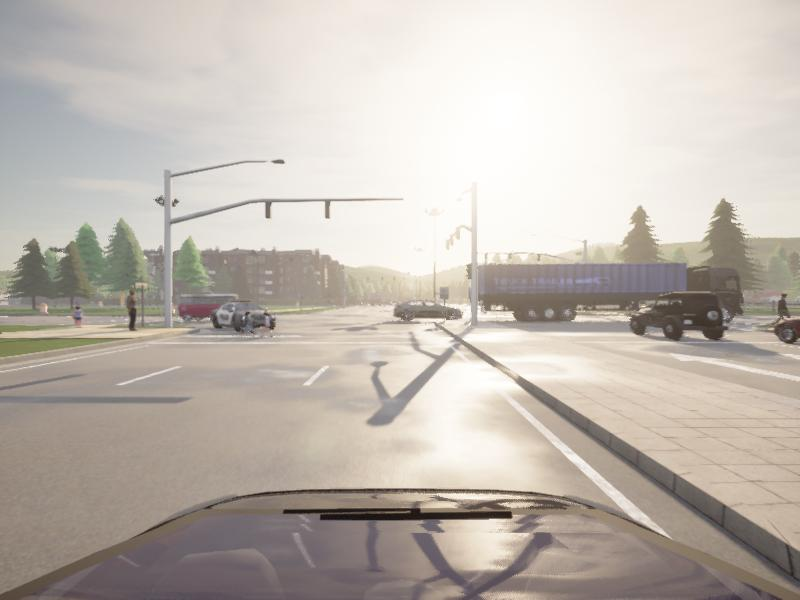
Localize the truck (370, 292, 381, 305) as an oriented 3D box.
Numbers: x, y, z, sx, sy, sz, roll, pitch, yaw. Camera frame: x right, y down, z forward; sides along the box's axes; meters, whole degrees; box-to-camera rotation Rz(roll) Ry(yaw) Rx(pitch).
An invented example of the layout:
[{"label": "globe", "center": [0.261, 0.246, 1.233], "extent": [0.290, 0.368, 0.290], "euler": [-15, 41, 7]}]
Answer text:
[{"label": "truck", "center": [-7.130, -0.374, 117.342], "extent": [2.891, 3.827, 8.468], "euler": [0, 0, -1]}]

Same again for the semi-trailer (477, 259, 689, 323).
[{"label": "semi-trailer", "center": [13.000, -0.630, 29.160], "extent": [14.254, 4.402, 2.717], "euler": [0, 0, -1]}]

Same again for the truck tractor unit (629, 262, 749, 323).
[{"label": "truck tractor unit", "center": [20.914, -0.535, 29.260], "extent": [6.516, 4.208, 3.053], "euler": [0, 0, -1]}]

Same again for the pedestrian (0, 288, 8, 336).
[{"label": "pedestrian", "center": [-16.043, 0.478, 15.626], "extent": [0.751, 1.860, 0.751], "euler": [0, 0, 0]}]

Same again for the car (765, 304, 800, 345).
[{"label": "car", "center": [15.010, 0.864, 13.105], "extent": [1.812, 1.442, 4.674], "euler": [0, 0, 0]}]

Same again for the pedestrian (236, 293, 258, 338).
[{"label": "pedestrian", "center": [-6.538, 0.639, 17.135], "extent": [0.751, 1.860, 0.751], "euler": [0, 0, -9]}]

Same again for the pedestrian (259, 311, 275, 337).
[{"label": "pedestrian", "center": [-5.684, 1.010, 17.083], "extent": [0.500, 1.100, 0.500], "euler": [0, 0, 0]}]

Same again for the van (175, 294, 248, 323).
[{"label": "van", "center": [-13.520, 0.588, 28.890], "extent": [4.442, 1.987, 1.775], "euler": [0, 0, -1]}]

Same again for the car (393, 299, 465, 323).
[{"label": "car", "center": [1.993, 0.768, 29.051], "extent": [5.027, 1.651, 2.152], "euler": [0, 0, -1]}]

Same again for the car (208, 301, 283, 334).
[{"label": "car", "center": [-8.395, 0.817, 21.450], "extent": [2.038, 1.542, 4.974], "euler": [0, 0, -43]}]

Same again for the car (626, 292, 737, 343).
[{"label": "car", "center": [11.500, 0.638, 16.714], "extent": [1.905, 1.878, 3.866], "euler": [0, 0, 0]}]

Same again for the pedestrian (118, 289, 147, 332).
[{"label": "pedestrian", "center": [-11.832, 0.447, 17.713], "extent": [0.751, 1.860, 0.751], "euler": [0, 0, -1]}]

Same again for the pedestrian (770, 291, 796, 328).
[{"label": "pedestrian", "center": [19.635, 0.476, 20.522], "extent": [0.751, 1.860, 0.751], "euler": [0, 0, 21]}]

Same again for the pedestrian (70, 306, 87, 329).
[{"label": "pedestrian", "center": [-16.050, 0.856, 19.997], "extent": [0.500, 1.100, 0.500], "euler": [0, 0, -17]}]
